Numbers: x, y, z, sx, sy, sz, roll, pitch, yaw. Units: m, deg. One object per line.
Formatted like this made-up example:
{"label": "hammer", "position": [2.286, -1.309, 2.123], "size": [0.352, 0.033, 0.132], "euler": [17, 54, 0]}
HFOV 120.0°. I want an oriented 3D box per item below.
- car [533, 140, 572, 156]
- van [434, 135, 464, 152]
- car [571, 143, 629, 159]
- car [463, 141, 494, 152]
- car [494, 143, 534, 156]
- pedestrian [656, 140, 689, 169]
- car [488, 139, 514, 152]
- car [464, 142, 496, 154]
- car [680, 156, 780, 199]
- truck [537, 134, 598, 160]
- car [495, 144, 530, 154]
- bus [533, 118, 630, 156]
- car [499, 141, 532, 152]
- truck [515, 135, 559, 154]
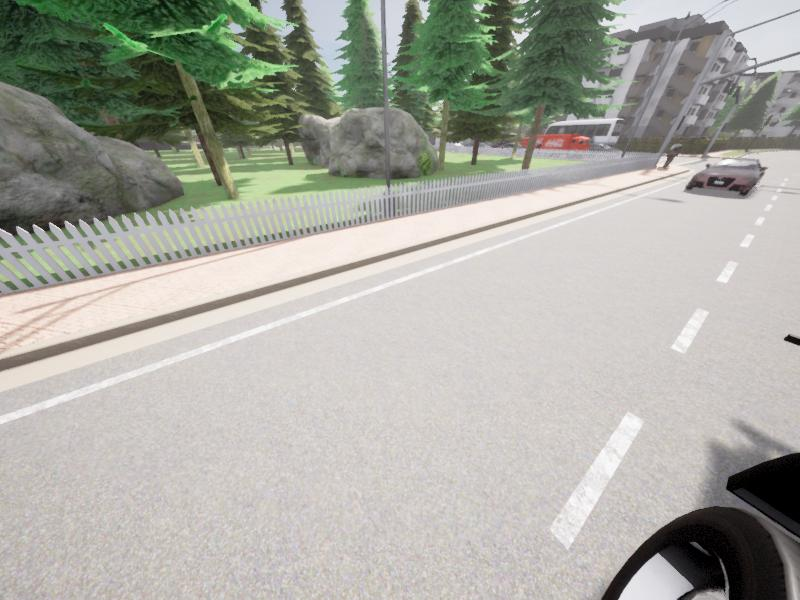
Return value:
{"label": "car", "position": [21.887, -22.031, 33.398], "size": [1.905, 1.878, 3.866], "euler": [-21, 40, -26]}
{"label": "van", "position": [9.182, -29.836, 44.004], "size": [1.988, 2.561, 5.915], "euler": [-21, 40, -26]}
{"label": "car", "position": [25.195, -18.952, 29.334], "size": [2.128, 1.511, 4.902], "euler": [-21, 40, -26]}
{"label": "car", "position": [14.444, -28.513, 42.885], "size": [2.152, 1.651, 5.027], "euler": [-21, 40, -26]}
{"label": "car", "position": [16.918, -22.565, 34.535], "size": [1.837, 1.490, 4.892], "euler": [-21, 40, -26]}
{"label": "pedestrian", "position": [20.659, -11.041, 17.529], "size": [0.751, 1.860, 0.751], "euler": [-22, 41, -28]}
{"label": "car", "position": [18.616, -28.635, 42.796], "size": [1.905, 1.878, 3.866], "euler": [-21, 40, -26]}
{"label": "car", "position": [13.350, -25.724, 39.044], "size": [1.837, 1.490, 4.892], "euler": [-21, 40, -26]}
{"label": "car", "position": [16.144, -6.127, 11.313], "size": [4.181, 1.385, 1.994], "euler": [-22, 40, -27]}
{"label": "truck", "position": [20.919, -19.422, 29.198], "size": [2.627, 2.467, 5.204], "euler": [-21, 40, -26]}
{"label": "car", "position": [18.368, -24.907, 38.022], "size": [1.895, 1.301, 4.718], "euler": [-21, 40, -26]}
{"label": "bus", "position": [27.482, -25.326, 35.987], "size": [3.944, 4.253, 10.273], "euler": [-21, 40, -26]}
{"label": "car", "position": [21.917, -29.292, 43.975], "size": [1.801, 1.575, 5.366], "euler": [-21, 40, -26]}
{"label": "truck", "position": [22.295, -25.611, 37.975], "size": [2.627, 2.467, 5.204], "euler": [-21, 40, -26]}
